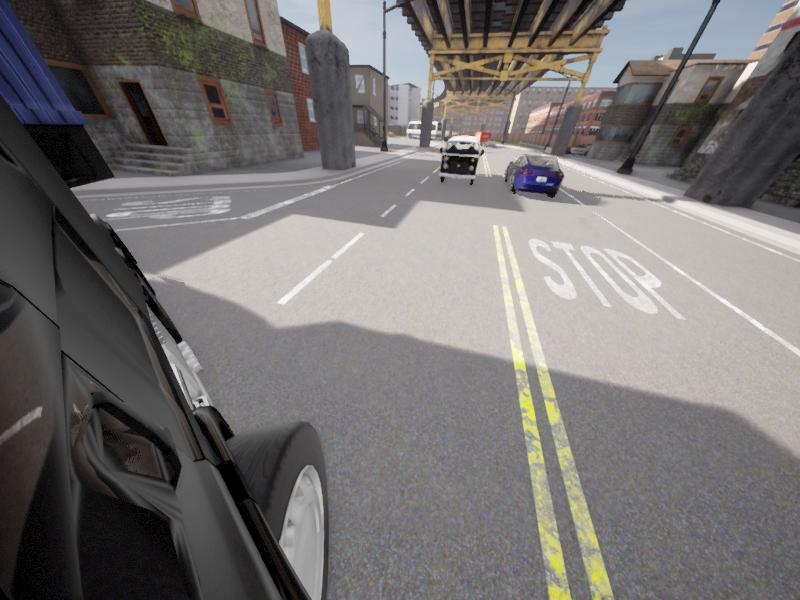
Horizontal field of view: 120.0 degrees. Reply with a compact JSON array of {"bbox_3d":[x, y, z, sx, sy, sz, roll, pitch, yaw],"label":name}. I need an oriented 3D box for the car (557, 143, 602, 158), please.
[{"bbox_3d":[27.336,-23.018,35.377,2.038,1.542,4.974,-29,47,-35],"label":"car"}]

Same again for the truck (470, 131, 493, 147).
[{"bbox_3d":[17.847,-35.469,50.805,2.627,2.467,5.204,-1,37,-5],"label":"truck"}]

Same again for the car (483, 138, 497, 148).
[{"bbox_3d":[17.703,-30.913,45.425,1.845,1.501,3.633,8,36,7],"label":"car"}]

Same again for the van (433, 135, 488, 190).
[{"bbox_3d":[3.282,-7.466,12.304,2.069,2.038,4.480,11,37,11],"label":"van"}]

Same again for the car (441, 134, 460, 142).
[{"bbox_3d":[13.553,-43.550,62.240,1.837,1.490,4.892,-22,43,-30],"label":"car"}]

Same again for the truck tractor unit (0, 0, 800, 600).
[{"bbox_3d":[-2.645,-0.295,0.352,6.516,4.208,3.053,28,44,30],"label":"truck tractor unit"}]

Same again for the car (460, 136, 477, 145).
[{"bbox_3d":[16.761,-39.282,56.790,1.970,1.475,3.806,-10,38,-17],"label":"car"}]

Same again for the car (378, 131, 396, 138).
[{"bbox_3d":[-3.991,-50.816,70.808,5.008,1.535,1.882,10,37,10],"label":"car"}]

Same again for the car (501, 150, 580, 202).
[{"bbox_3d":[6.497,-6.276,11.385,2.163,1.488,4.792,11,37,11],"label":"car"}]

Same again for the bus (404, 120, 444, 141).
[{"bbox_3d":[6.763,-48.943,66.737,10.273,4.253,3.944,23,41,25],"label":"bus"}]
